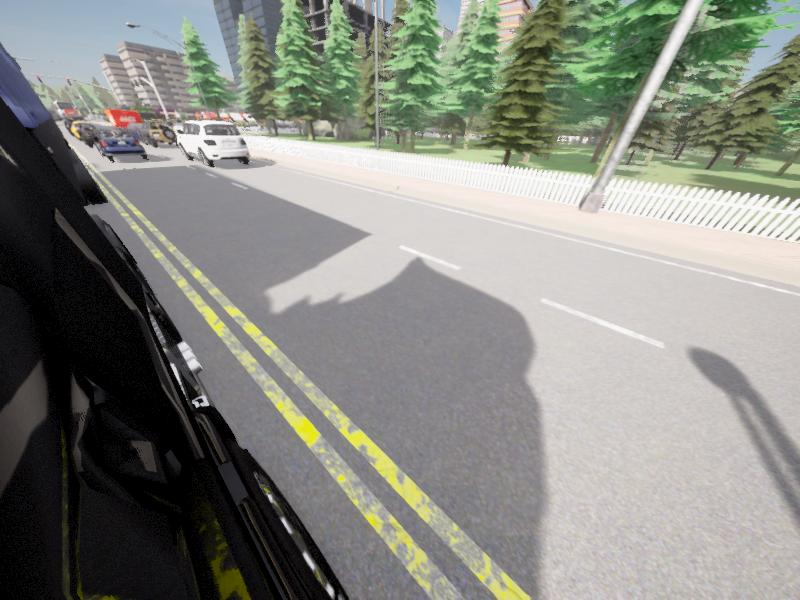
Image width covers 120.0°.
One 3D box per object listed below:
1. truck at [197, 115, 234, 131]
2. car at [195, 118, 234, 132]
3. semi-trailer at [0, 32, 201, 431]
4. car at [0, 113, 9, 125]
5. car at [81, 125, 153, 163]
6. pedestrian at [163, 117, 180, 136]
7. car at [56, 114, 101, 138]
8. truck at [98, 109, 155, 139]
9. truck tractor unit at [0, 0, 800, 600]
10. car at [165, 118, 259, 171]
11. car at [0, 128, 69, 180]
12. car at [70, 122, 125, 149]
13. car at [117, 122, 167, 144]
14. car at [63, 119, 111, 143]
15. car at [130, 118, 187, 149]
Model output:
[{"bbox_3d":[-39.662,-38.163,49.907,2.627,2.467,5.204,26,42,28],"label":"truck"},{"bbox_3d":[-37.874,-35.907,47.360,2.150,2.045,5.566,27,43,28],"label":"car"},{"bbox_3d":[-8.643,-3.649,4.272,14.254,4.402,2.717,29,44,30],"label":"semi-trailer"},{"bbox_3d":[-64.242,-28.700,36.566,4.674,1.442,1.812,28,43,29],"label":"car"},{"bbox_3d":[-16.571,-9.194,13.529,3.705,1.549,1.789,27,43,30],"label":"car"},{"bbox_3d":[-28.779,-21.855,29.079,0.751,1.860,0.751,29,44,30],"label":"pedestrian"},{"bbox_3d":[-34.536,-18.740,24.838,4.605,1.855,1.932,28,43,29],"label":"car"},{"bbox_3d":[-30.348,-19.505,25.632,5.204,2.467,2.627,28,44,29],"label":"truck"},{"bbox_3d":[-2.645,-0.295,0.351,6.516,4.208,3.053,28,44,30],"label":"truck tractor unit"},{"bbox_3d":[-11.003,-9.189,13.481,5.566,2.045,2.150,28,44,29],"label":"car"},{"bbox_3d":[-15.997,-6.147,9.580,3.806,1.475,1.970,28,44,29],"label":"car"},{"bbox_3d":[-23.714,-12.899,18.085,4.193,1.474,1.816,28,43,29],"label":"car"},{"bbox_3d":[-25.443,-16.528,22.804,4.792,1.488,2.163,28,43,29],"label":"car"},{"bbox_3d":[-29.103,-15.769,21.475,5.366,1.575,1.801,28,43,29],"label":"car"},{"bbox_3d":[-20.393,-14.043,19.486,4.605,1.855,1.932,28,43,29],"label":"car"}]
